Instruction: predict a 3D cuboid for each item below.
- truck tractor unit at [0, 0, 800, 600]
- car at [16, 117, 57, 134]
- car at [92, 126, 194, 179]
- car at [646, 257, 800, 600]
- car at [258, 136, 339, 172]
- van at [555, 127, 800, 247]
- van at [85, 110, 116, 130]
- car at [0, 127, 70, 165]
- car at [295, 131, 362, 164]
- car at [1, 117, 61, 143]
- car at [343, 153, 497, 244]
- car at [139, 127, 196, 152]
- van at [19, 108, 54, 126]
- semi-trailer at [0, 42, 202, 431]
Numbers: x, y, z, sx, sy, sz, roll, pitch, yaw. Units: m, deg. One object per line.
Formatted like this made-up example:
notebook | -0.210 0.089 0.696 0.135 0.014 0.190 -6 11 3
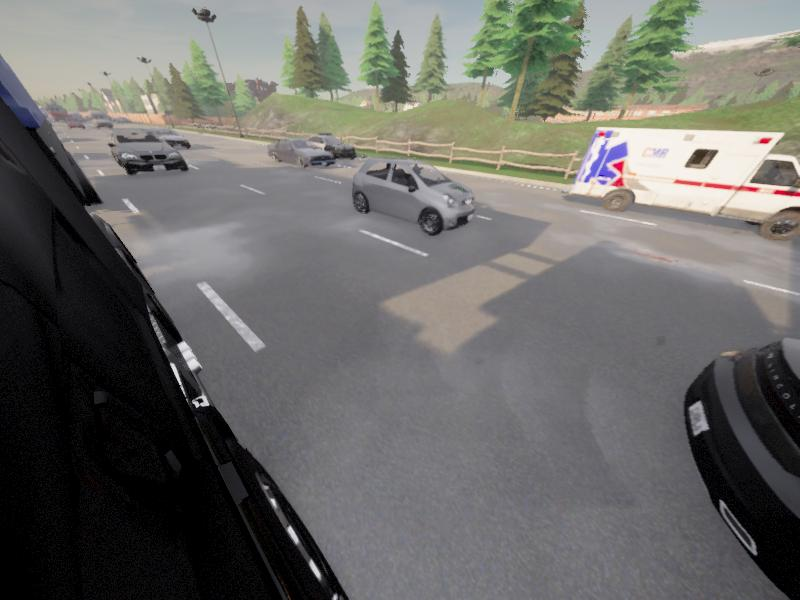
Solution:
truck tractor unit | -2.645 -0.295 0.351 6.516 4.208 3.053 28 44 30
car | -44.970 -21.691 28.628 4.792 1.488 2.163 28 44 30
car | -12.434 -7.254 11.183 4.611 1.667 2.242 29 44 31
car | 4.119 1.682 0.403 4.892 1.490 1.837 28 44 30
car | -6.442 -9.360 14.604 5.357 1.411 2.033 28 44 30
van | 9.434 -4.073 7.655 6.366 2.431 2.351 28 44 30
van | -52.689 -31.694 40.649 5.915 2.561 1.988 28 44 30
car | -20.315 -8.529 12.650 4.181 1.385 1.994 28 44 30
car | -5.438 -11.663 17.541 5.238 1.638 1.930 28 44 30
car | -32.479 -15.104 20.477 5.027 1.651 2.152 28 44 30
car | 0.378 -3.053 6.479 3.633 1.501 1.845 28 44 30
car | -19.698 -13.679 19.556 5.357 1.411 2.033 28 44 30
van | -65.067 -32.768 41.406 6.366 2.431 2.351 28 44 30
semi-trailer | -8.702 -3.599 4.230 14.254 4.402 2.717 28 44 30
